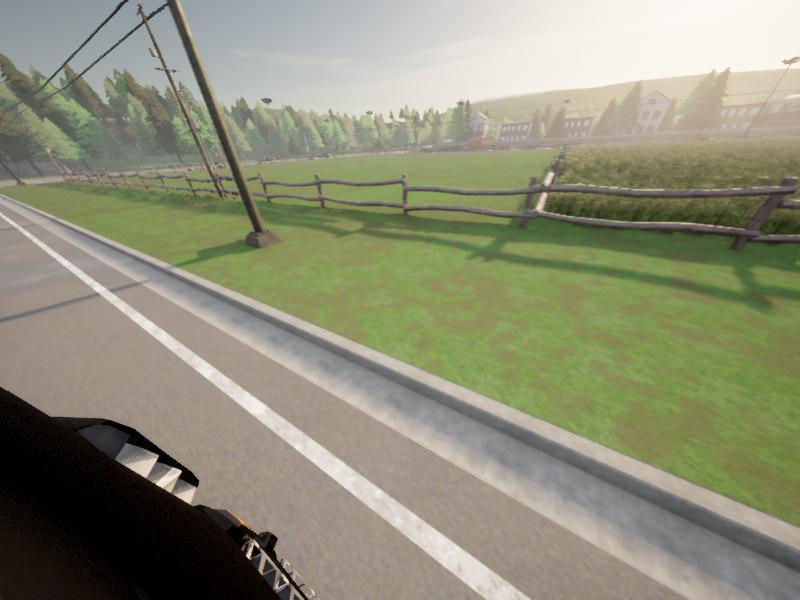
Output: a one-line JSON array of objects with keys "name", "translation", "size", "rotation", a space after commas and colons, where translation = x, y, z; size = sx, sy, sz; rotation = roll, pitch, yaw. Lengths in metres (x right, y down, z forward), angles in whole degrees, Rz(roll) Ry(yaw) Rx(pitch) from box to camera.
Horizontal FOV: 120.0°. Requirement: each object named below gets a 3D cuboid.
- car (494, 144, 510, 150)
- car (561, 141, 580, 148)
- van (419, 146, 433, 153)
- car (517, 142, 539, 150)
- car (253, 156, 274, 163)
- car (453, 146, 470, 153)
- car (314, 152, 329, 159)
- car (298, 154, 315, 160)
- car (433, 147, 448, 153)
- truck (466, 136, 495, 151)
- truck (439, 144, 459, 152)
[{"name": "car", "translation": [32.230, -48.273, 73.032], "size": [4.193, 1.474, 1.816], "rotation": [16, 38, 26]}, {"name": "car", "translation": [47.849, -43.786, 65.058], "size": [3.988, 1.617, 1.851], "rotation": [16, 38, 26]}, {"name": "van", "translation": [9.086, -52.938, 81.300], "size": [4.480, 2.038, 2.069], "rotation": [16, 38, 26]}, {"name": "car", "translation": [37.211, -44.661, 67.070], "size": [5.238, 1.638, 1.930], "rotation": [16, 38, 26]}, {"name": "car", "translation": [-40.927, -42.231, 69.361], "size": [1.837, 1.490, 4.892], "rotation": [16, 38, 26]}, {"name": "car", "translation": [19.337, -47.536, 72.837], "size": [4.611, 1.667, 2.242], "rotation": [16, 38, 26]}, {"name": "car", "translation": [-25.055, -46.363, 74.078], "size": [1.905, 1.878, 3.866], "rotation": [16, 38, 26]}, {"name": "car", "translation": [-31.177, -47.839, 77.149], "size": [2.128, 1.511, 4.902], "rotation": [16, 38, 26]}, {"name": "car", "translation": [15.452, -57.533, 88.388], "size": [5.027, 1.651, 2.152], "rotation": [16, 38, 26]}, {"name": "truck", "translation": [27.170, -52.940, 78.325], "size": [8.468, 3.827, 2.891], "rotation": [16, 38, 26]}, {"name": "truck", "translation": [16.937, -52.941, 80.656], "size": [6.274, 2.098, 2.390], "rotation": [16, 38, 26]}]
